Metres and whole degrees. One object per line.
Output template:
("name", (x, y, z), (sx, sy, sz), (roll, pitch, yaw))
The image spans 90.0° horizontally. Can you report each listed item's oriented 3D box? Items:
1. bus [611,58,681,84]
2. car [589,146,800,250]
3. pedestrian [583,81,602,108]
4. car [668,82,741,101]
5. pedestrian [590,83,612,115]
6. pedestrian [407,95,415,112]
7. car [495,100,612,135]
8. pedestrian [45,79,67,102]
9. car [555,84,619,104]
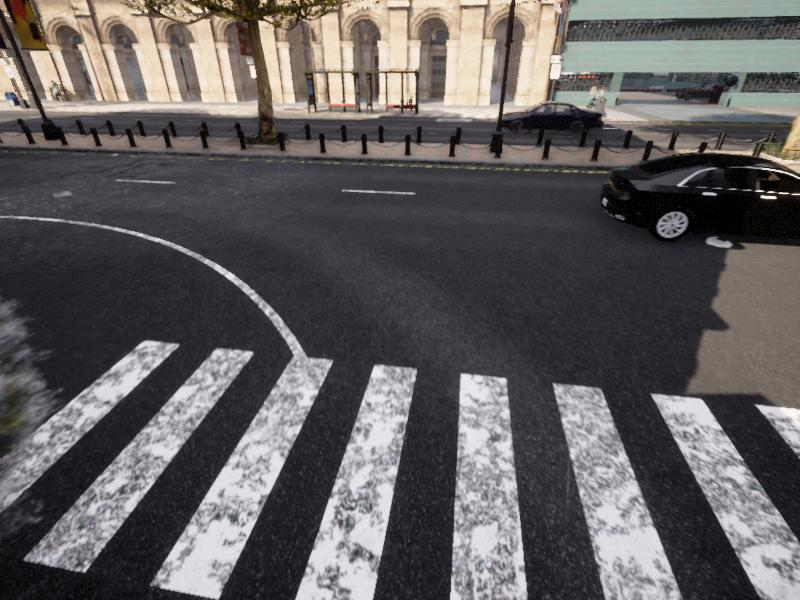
("bus", (46.726, -43.779, 76.526), (10.273, 4.253, 3.944), (11, 32, 18))
("car", (6.818, -2.129, 8.148), (4.892, 1.490, 1.837), (5, 31, 8))
("pedestrian", (15.069, -16.108, 31.327), (0.751, 1.860, 0.751), (4, 31, 7))
("car", (29.132, -20.025, 38.431), (4.902, 1.511, 2.128), (5, 31, 8))
("pedestrian", (13.337, -13.364, 26.639), (0.751, 1.860, 0.751), (4, 31, 7))
("pedestrian", (0.784, -14.120, 28.740), (0.500, 1.100, 0.500), (5, 31, 9))
("car", (7.874, -9.674, 21.157), (5.357, 1.411, 2.033), (5, 31, 8))
("pedestrian", (-32.573, -19.818, 37.886), (0.751, 1.860, 0.751), (5, 31, 8))
("car", (17.013, -18.904, 36.644), (4.786, 1.482, 2.161), (5, 31, 8))
